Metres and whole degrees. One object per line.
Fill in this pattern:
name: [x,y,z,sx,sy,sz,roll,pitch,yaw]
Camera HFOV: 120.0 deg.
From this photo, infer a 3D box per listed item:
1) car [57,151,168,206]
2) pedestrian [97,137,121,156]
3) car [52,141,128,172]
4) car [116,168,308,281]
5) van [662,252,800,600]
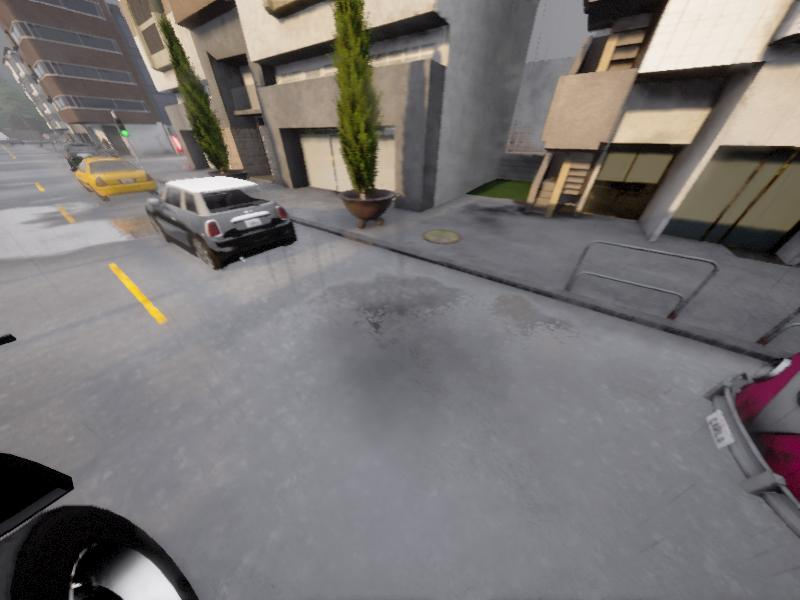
car: [-12.789,-5.540,10.234,5.366,1.575,1.801,22,41,28]
pedestrian: [-34.374,-18.076,27.269,0.751,1.860,0.751,8,36,10]
car: [-24.128,-11.430,18.265,2.097,1.767,4.553,-21,40,-27]
car: [-4.399,-2.071,5.506,3.806,1.475,1.970,22,41,28]
van: [4.299,1.270,0.429,4.442,1.987,1.775,22,41,28]
